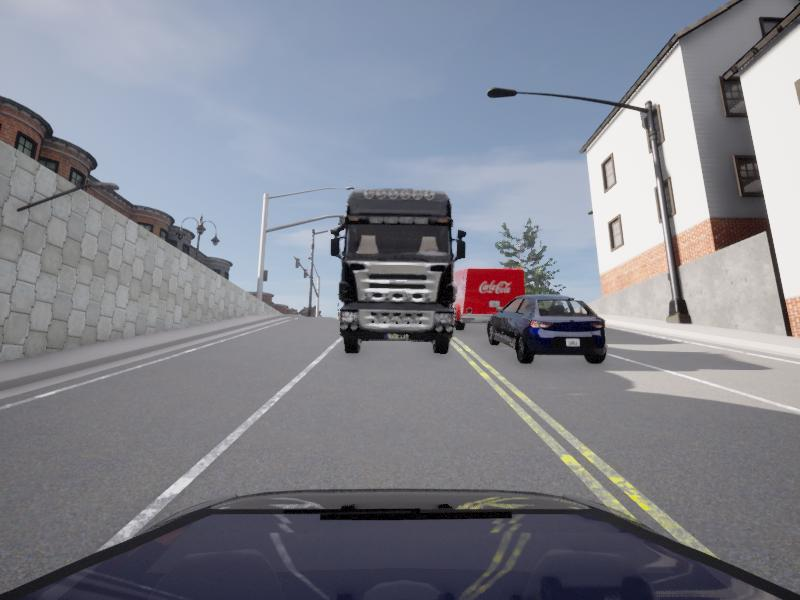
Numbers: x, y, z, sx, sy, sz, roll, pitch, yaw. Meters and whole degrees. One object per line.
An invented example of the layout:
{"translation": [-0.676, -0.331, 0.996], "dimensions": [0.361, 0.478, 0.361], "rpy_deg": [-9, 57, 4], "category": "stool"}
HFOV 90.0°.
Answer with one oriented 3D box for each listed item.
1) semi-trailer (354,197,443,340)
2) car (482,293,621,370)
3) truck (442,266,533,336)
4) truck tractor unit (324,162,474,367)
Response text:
{"translation": [-0.112, -1.134, 19.533], "dimensions": [2.717, 4.402, 14.254], "rpy_deg": [1, 1, 0], "category": "semi-trailer"}
{"translation": [3.421, 0.592, 9.995], "dimensions": [1.816, 1.474, 4.193], "rpy_deg": [1, 1, 0], "category": "car"}
{"translation": [3.408, -0.042, 16.982], "dimensions": [2.627, 2.467, 5.204], "rpy_deg": [1, 2, 0], "category": "truck"}
{"translation": [-0.053, -0.831, 11.607], "dimensions": [3.053, 4.208, 6.516], "rpy_deg": [1, 2, 0], "category": "truck tractor unit"}
